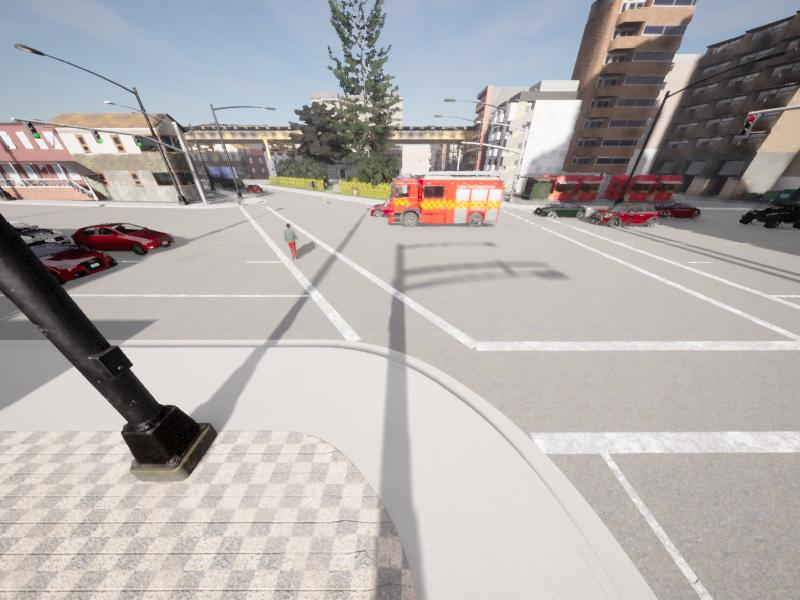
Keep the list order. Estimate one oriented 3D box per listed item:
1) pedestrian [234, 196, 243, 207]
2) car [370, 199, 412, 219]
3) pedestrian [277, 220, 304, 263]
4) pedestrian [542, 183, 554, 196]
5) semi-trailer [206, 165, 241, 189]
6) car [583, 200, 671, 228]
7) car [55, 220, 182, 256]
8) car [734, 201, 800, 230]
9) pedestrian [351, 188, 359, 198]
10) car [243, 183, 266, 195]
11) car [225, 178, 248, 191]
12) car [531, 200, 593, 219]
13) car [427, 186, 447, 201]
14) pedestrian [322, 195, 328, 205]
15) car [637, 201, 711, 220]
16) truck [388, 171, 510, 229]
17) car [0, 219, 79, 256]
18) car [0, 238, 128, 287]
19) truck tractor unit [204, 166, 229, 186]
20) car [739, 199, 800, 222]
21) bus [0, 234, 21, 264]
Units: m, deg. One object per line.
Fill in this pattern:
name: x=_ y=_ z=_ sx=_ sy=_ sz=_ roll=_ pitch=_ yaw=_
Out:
pedestrian: x=-18.739 y=-11.404 z=26.846 sx=0.500 sy=1.100 sz=0.500 roll=-26 pitch=39 yaw=-37
car: x=-0.813 y=-8.663 z=21.838 sx=3.806 sy=1.475 sz=1.970 roll=0 pitch=30 yaw=0
pedestrian: x=-5.360 y=-2.892 z=11.407 sx=0.751 sy=1.860 sz=0.751 roll=-9 pitch=31 yaw=-16
pedestrian: x=23.913 y=-17.864 z=37.344 sx=0.751 sy=1.860 sz=0.751 roll=-10 pitch=32 yaw=-17
semi-trailer: x=-41.057 y=-28.657 z=53.526 sx=2.717 sy=4.402 sz=14.254 roll=-26 pitch=39 yaw=-37
car: x=18.182 y=-6.999 z=18.785 sx=4.553 sy=1.767 sz=2.097 roll=0 pitch=30 yaw=-1
car: x=-15.142 y=-3.436 z=12.690 sx=4.193 sy=1.474 sz=1.816 roll=0 pitch=30 yaw=0
car: x=31.126 y=-6.953 z=18.901 sx=3.866 sy=1.878 sz=1.905 roll=1 pitch=30 yaw=-1
pedestrian: x=-6.604 y=-15.729 z=33.907 sx=0.751 sy=1.300 sz=0.751 roll=26 pitch=39 yaw=38
car: x=-26.064 y=-19.901 z=41.336 sx=4.674 sy=1.442 sz=1.812 roll=26 pitch=39 yaw=38
car: x=-34.129 y=-24.127 z=48.102 sx=5.566 sy=2.045 sz=2.150 roll=27 pitch=39 yaw=37
car: x=15.191 y=-8.591 z=21.924 sx=4.181 sy=1.385 sz=1.994 roll=0 pitch=30 yaw=0
car: x=5.324 y=-15.635 z=33.769 sx=2.152 sy=1.651 sz=5.027 roll=0 pitch=30 yaw=1
pedestrian: x=-9.197 y=-12.279 z=28.412 sx=0.500 sy=1.100 sz=0.500 roll=-7 pitch=31 yaw=-12
car: x=25.928 y=-8.523 z=22.005 sx=4.181 sy=1.385 sz=1.994 roll=1 pitch=30 yaw=0
truck: x=3.375 y=-7.933 z=18.239 sx=8.468 sy=3.827 sz=2.891 roll=0 pitch=30 yaw=0
car: x=-21.198 y=-3.455 z=12.659 sx=3.806 sy=1.475 sz=1.970 roll=0 pitch=30 yaw=0
car: x=-14.909 y=-1.637 z=9.684 sx=4.181 sy=1.385 sz=1.994 roll=0 pitch=30 yaw=0
truck tractor unit: x=-46.539 y=-31.411 z=58.531 sx=3.053 sy=4.208 sz=6.516 roll=-24 pitch=38 yaw=-35
car: x=36.673 y=-8.542 z=22.027 sx=4.611 sy=1.667 sz=2.242 roll=1 pitch=30 yaw=0
bus: x=-24.494 y=-2.997 z=9.004 sx=10.273 sy=4.253 sz=3.944 roll=1 pitch=30 yaw=0
